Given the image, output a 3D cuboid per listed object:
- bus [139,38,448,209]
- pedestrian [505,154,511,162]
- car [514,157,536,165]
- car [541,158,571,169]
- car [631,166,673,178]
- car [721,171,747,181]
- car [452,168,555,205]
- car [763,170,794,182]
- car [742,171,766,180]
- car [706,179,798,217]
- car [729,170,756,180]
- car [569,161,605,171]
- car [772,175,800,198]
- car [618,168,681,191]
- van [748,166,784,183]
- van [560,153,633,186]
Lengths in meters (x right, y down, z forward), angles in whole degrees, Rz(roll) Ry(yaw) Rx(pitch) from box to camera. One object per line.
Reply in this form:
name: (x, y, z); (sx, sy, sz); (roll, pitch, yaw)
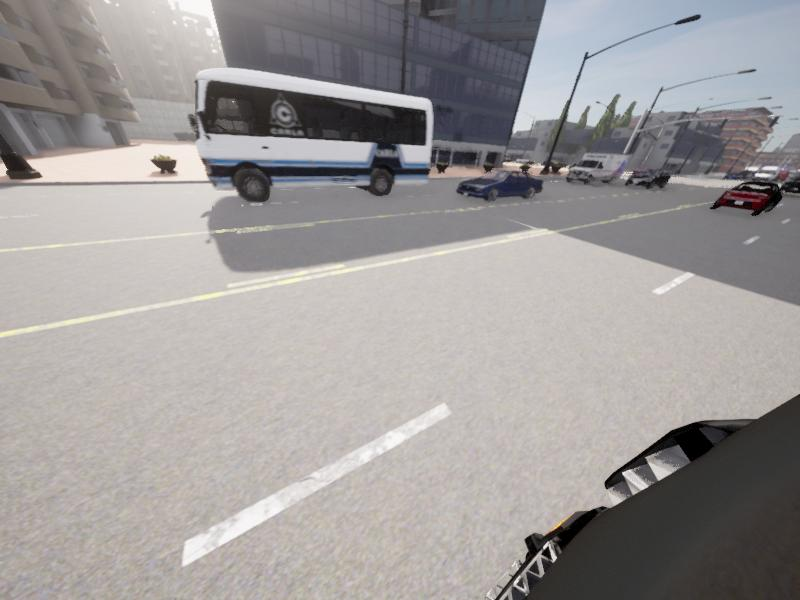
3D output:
bus: (-3.380, -7.261, 10.800); (10.273, 4.253, 3.944); (-15, 38, -25)
pedestrian: (32.584, -42.991, 69.840); (0.751, 1.860, 0.751); (-4, 34, -11)
car: (31.943, -35.520, 59.022); (2.007, 1.525, 4.514); (-11, 36, -22)
car: (33.737, -29.648, 50.141); (1.882, 1.535, 5.008); (-14, 38, -25)
car: (41.900, -21.376, 38.498); (1.994, 1.385, 4.181); (-19, 40, -31)
car: (66.051, -24.575, 45.669); (4.193, 1.474, 1.816); (-15, 37, -26)
car: (5.733, -6.413, 12.827); (5.357, 1.411, 2.033); (-15, 38, -25)
car: (80.840, -26.561, 49.362); (5.566, 2.045, 2.150); (-15, 38, -25)
car: (81.479, -28.757, 53.145); (5.008, 1.535, 1.882); (-16, 38, -24)
car: (19.574, -5.759, 12.859); (4.193, 1.474, 1.816); (-15, 38, -25)
car: (72.153, -26.239, 48.603); (5.238, 1.638, 1.930); (-15, 37, -25)
car: (39.002, -28.046, 48.350); (2.033, 1.411, 5.357); (-14, 37, -25)
car: (37.351, -10.593, 21.450); (5.238, 1.638, 1.930); (-15, 37, -25)
car: (22.708, -11.041, 21.037); (4.902, 1.511, 2.128); (-15, 38, -25)
van: (68.415, -23.428, 43.171); (5.915, 2.561, 1.988); (-15, 37, -25)
van: (18.976, -12.624, 22.299); (6.366, 2.431, 2.351); (-15, 38, -25)
